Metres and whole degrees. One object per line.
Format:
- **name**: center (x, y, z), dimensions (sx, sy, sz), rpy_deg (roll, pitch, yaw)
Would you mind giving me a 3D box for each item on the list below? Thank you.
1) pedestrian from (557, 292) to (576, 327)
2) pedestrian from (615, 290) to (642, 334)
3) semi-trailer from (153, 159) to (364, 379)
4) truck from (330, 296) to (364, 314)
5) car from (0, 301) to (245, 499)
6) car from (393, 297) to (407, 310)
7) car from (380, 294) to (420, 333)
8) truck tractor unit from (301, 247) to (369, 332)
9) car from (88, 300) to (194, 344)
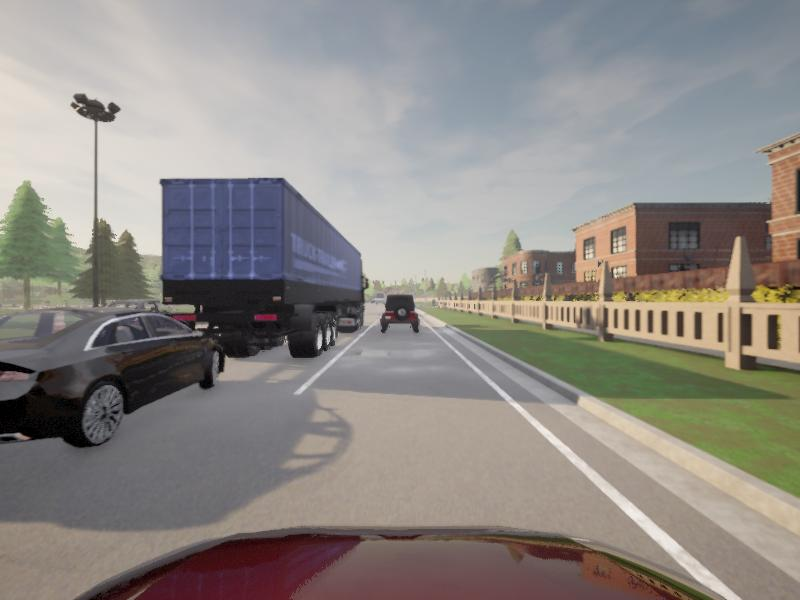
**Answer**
- **pedestrian**: center (8.999, 0.494, 21.700), dimensions (0.751, 1.860, 0.751), rpy_deg (0, 0, 4)
- **pedestrian**: center (9.888, 0.492, 17.317), dimensions (0.751, 1.860, 0.751), rpy_deg (0, 0, -1)
- **semi-trailer**: center (-3.497, -0.611, 15.160), dimensions (2.717, 4.402, 14.254), rpy_deg (0, 0, 1)
- **truck**: center (-6.283, 0.562, 48.182), dimensions (2.390, 2.098, 6.274), rpy_deg (0, 0, 9)
- **car**: center (-4.174, 0.842, 5.729), dimensions (2.128, 1.511, 4.902), rpy_deg (2, 1, -2)
- **car**: center (-0.010, 0.598, 66.355), dimensions (2.150, 2.045, 5.566), rpy_deg (0, 0, 0)
- **car**: center (-0.002, 0.655, 21.237), dimensions (1.905, 1.878, 3.866), rpy_deg (0, 0, 0)
- **truck tractor unit**: center (-3.456, -0.516, 23.071), dimensions (3.053, 4.208, 6.516), rpy_deg (0, 0, -2)
- **car**: center (-10.499, 0.795, 16.635), dimensions (1.851, 1.617, 3.988), rpy_deg (0, 0, 0)
